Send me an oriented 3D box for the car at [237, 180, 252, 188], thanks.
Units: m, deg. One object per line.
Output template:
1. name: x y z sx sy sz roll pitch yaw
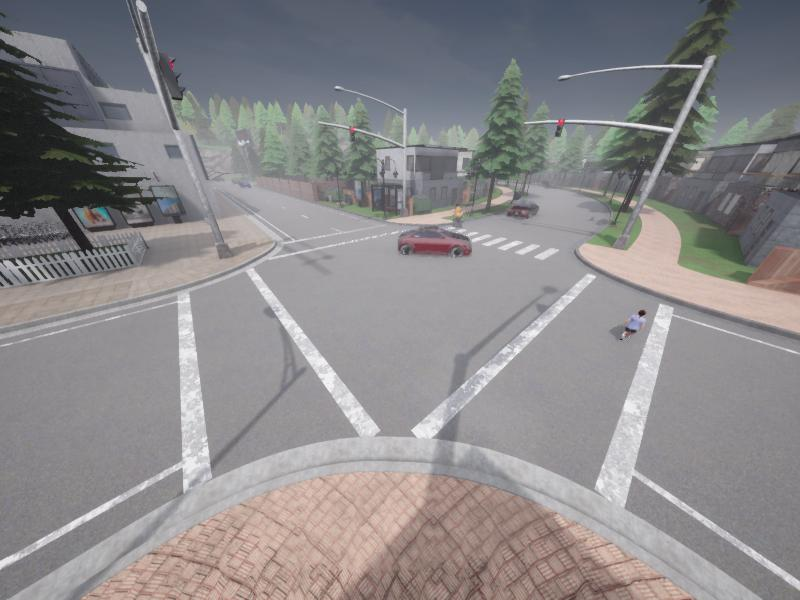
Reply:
1. car: -36.413 -27.167 54.095 2.007 1.525 4.514 -22 36 -33

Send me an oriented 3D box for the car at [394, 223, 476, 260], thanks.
1. car: 1.888 -3.381 13.043 4.181 1.385 1.994 4 30 7

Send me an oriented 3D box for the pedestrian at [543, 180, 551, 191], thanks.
1. pedestrian: 29.669 -23.076 46.586 0.751 1.860 0.751 9 31 16

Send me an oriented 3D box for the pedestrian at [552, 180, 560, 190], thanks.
1. pedestrian: 31.956 -23.544 47.399 0.751 1.860 0.751 5 30 8

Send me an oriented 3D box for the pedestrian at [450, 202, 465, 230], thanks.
1. pedestrian: 4.435 -6.522 17.911 0.751 1.860 0.751 16 34 26

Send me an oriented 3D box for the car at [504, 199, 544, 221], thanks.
1. car: 12.150 -8.883 22.545 1.994 1.385 4.181 25 39 37

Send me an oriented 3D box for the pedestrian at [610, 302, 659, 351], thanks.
1. pedestrian: 6.267 0.702 6.203 0.500 1.100 0.500 -23 37 -34
